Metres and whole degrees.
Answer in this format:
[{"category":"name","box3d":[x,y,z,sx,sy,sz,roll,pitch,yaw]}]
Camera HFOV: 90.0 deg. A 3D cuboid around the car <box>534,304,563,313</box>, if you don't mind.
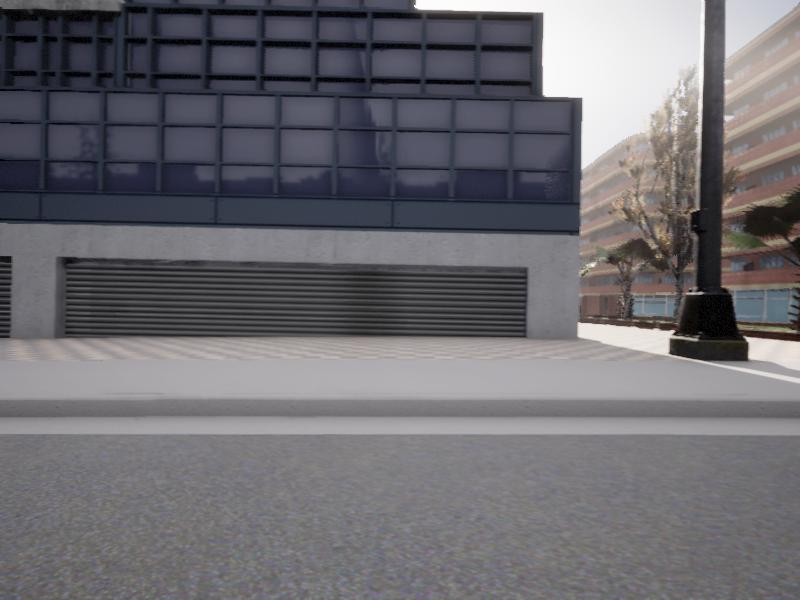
[{"category":"car","box3d":[27.658,1.562,74.512,4.514,1.525,2.007,1,0,0]}]
